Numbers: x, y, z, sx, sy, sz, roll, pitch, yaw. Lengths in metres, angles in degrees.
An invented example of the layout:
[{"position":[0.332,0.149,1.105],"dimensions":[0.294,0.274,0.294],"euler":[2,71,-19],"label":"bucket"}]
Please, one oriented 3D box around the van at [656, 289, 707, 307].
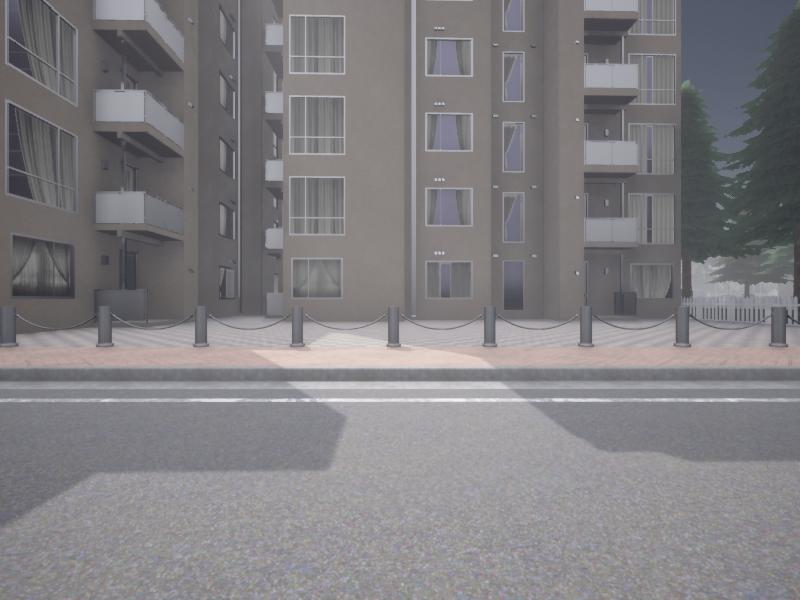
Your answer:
[{"position":[40.253,-0.277,57.331],"dimensions":[5.915,2.561,1.988],"euler":[0,0,-1],"label":"van"}]
